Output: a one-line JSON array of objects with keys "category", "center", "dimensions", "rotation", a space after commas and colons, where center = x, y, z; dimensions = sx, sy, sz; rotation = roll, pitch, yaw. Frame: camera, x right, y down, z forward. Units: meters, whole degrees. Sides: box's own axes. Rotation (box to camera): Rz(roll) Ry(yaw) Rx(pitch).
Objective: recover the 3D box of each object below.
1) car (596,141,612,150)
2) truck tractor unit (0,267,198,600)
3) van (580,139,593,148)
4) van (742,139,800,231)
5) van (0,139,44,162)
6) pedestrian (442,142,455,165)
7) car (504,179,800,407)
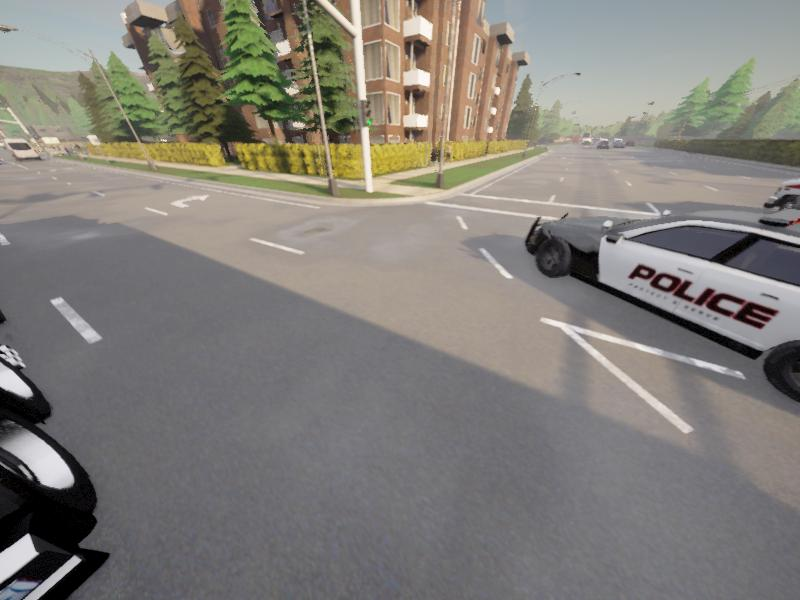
[{"category": "car", "center": [49.261, -37.484, 55.949], "dimensions": [2.242, 1.667, 4.611], "rotation": [20, 40, 27]}, {"category": "truck tractor unit", "center": [-5.118, -0.295, 0.769], "dimensions": [6.516, 4.208, 3.053], "rotation": [18, 39, 24]}, {"category": "van", "center": [49.395, -41.507, 61.279], "dimensions": [2.069, 2.038, 4.480], "rotation": [20, 40, 27]}, {"category": "van", "center": [13.607, -2.401, 5.215], "dimensions": [2.351, 2.431, 6.366], "rotation": [-5, 34, 8]}, {"category": "van", "center": [-52.641, -20.821, 32.073], "dimensions": [5.915, 2.561, 1.988], "rotation": [19, 40, 26]}, {"category": "pedestrian", "center": [4.618, -13.887, 21.920], "dimensions": [0.751, 1.860, 0.751], "rotation": [20, 40, 26]}, {"category": "car", "center": [4.387, -0.581, 3.445], "dimensions": [2.038, 1.542, 4.974], "rotation": [-14, 37, -20]}]
